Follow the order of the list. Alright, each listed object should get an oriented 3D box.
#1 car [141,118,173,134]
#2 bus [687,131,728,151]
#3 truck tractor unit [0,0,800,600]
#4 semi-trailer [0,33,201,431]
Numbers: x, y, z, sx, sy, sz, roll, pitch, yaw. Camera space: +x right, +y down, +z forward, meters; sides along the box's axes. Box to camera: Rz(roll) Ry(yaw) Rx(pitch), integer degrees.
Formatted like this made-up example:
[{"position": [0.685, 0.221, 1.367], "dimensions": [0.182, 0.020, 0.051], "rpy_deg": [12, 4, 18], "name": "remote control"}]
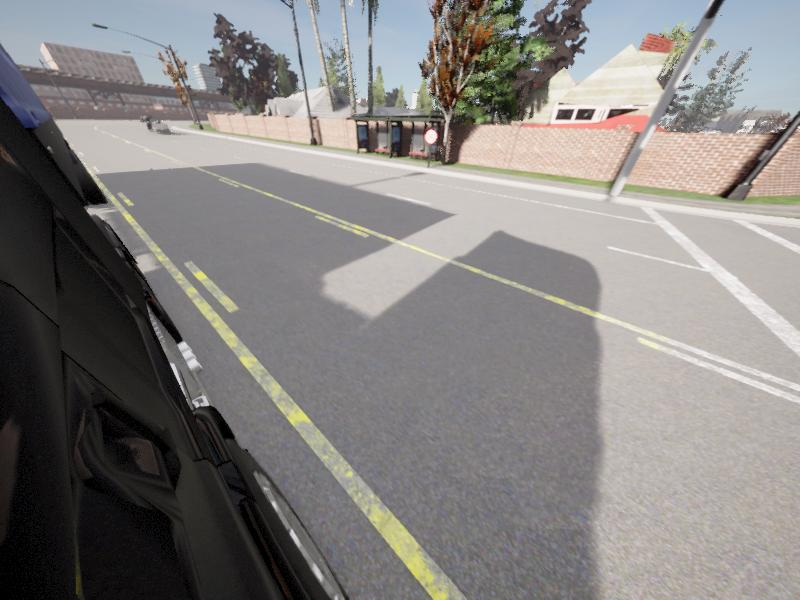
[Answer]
[{"position": [-32.332, -23.141, 30.771], "dimensions": [3.633, 1.501, 1.845], "rpy_deg": [28, 44, 29], "name": "car"}, {"position": [86.674, -45.151, 65.429], "dimensions": [3.944, 4.253, 10.273], "rpy_deg": [26, 43, 29], "name": "bus"}, {"position": [-2.645, -0.295, 0.351], "dimensions": [6.516, 4.208, 3.053], "rpy_deg": [28, 44, 30], "name": "truck tractor unit"}, {"position": [-8.650, -3.637, 4.275], "dimensions": [14.254, 4.402, 2.717], "rpy_deg": [29, 44, 30], "name": "semi-trailer"}]
